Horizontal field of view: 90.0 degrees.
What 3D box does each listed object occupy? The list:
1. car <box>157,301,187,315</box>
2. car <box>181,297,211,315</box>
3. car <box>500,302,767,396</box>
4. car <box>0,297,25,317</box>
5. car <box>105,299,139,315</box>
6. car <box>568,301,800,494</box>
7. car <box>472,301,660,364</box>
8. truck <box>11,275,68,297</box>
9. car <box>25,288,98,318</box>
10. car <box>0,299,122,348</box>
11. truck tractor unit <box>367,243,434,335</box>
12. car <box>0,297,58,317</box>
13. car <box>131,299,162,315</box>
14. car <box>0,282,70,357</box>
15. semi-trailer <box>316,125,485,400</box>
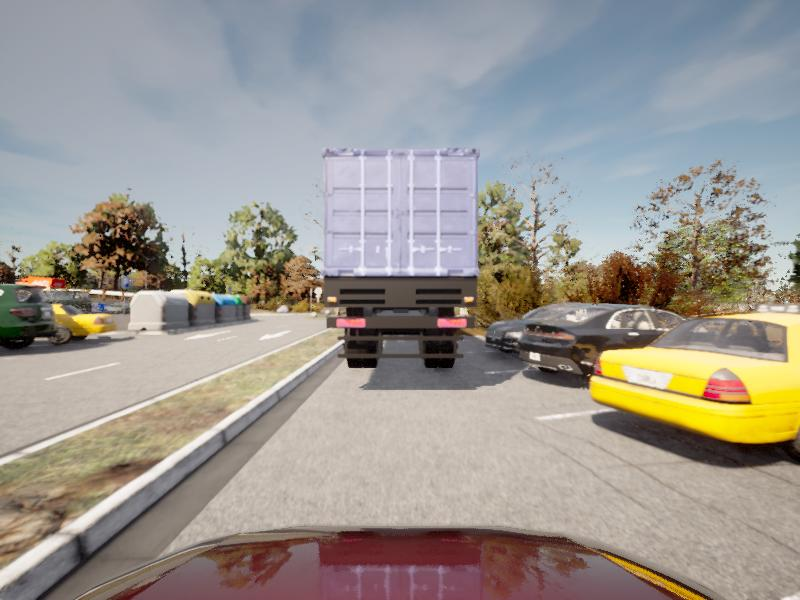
[{"bbox_3d":[-27.285,1.052,47.966,2.231,1.521,4.892,1,-3,-19],"label":"car"},{"bbox_3d":[-24.281,0.800,47.948,2.435,2.045,5.566,1,-3,-19],"label":"car"},{"bbox_3d":[4.838,0.840,8.423,4.892,1.521,2.231,1,0,-20],"label":"car"},{"bbox_3d":[-31.875,0.519,31.082,2.231,1.521,4.892,0,-1,-19],"label":"car"},{"bbox_3d":[-33.336,0.928,48.087,2.185,1.767,4.553,1,-3,-19],"label":"car"},{"bbox_3d":[5.010,0.834,5.099,5.366,1.575,1.946,1,0,-20],"label":"car"},{"bbox_3d":[4.857,0.843,11.818,4.892,1.521,2.231,1,0,-20],"label":"car"},{"bbox_3d":[-49.707,-1.876,55.242,5.204,2.467,2.627,4,-2,1],"label":"truck"},{"bbox_3d":[-25.942,0.265,30.980,2.435,2.045,5.566,1,-1,-19],"label":"car"},{"bbox_3d":[-13.445,0.803,14.329,5.366,1.575,1.946,-1,1,-20],"label":"car"},{"bbox_3d":[0.085,-0.527,21.445,3.053,4.208,6.516,0,0,1],"label":"truck tractor unit"},{"bbox_3d":[-28.917,0.557,31.042,2.002,1.452,4.674,1,-1,-19],"label":"car"},{"bbox_3d":[-30.299,0.925,47.981,2.185,1.767,4.553,1,-3,-19],"label":"car"},{"bbox_3d":[-13.313,0.563,11.354,5.566,2.045,2.435,-1,0,-20],"label":"car"},{"bbox_3d":[0.031,-0.609,13.534,2.717,4.402,14.254,0,0,0],"label":"semi-trailer"}]
